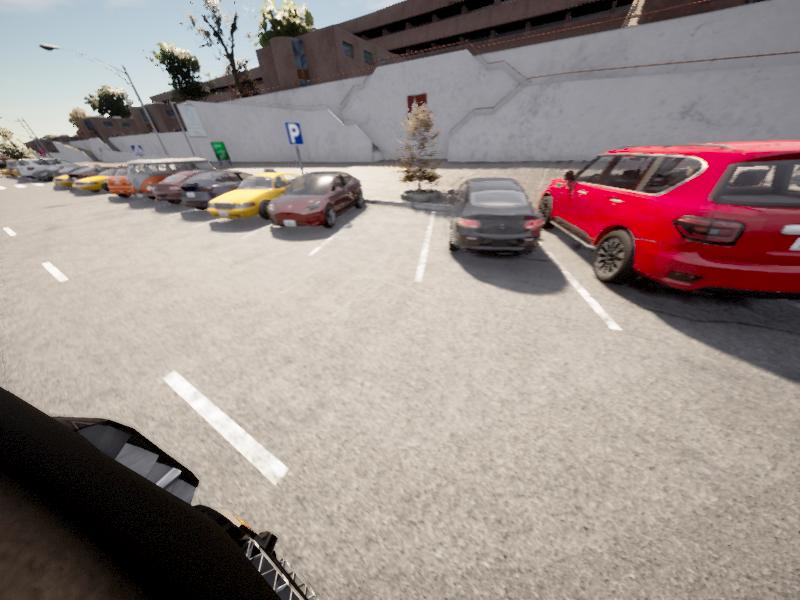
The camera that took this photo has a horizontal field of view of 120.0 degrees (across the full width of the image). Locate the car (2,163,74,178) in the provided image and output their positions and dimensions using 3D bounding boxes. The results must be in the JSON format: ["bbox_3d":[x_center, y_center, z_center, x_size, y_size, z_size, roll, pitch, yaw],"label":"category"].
[{"bbox_3d":[-49.422,-17.839,31.713,2.163,1.488,4.792,4,34,9],"label":"car"}]

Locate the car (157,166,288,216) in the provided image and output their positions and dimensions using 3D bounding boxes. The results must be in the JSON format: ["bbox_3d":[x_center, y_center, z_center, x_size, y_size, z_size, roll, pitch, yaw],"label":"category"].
[{"bbox_3d":[-8.079,-5.498,11.310,2.163,1.488,4.792,4,34,9],"label":"car"}]

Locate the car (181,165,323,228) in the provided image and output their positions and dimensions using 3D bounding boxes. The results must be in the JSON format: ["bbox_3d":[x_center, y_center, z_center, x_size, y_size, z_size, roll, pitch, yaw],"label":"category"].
[{"bbox_3d":[-5.521,-4.648,9.829,1.946,1.575,5.366,4,34,9],"label":"car"}]

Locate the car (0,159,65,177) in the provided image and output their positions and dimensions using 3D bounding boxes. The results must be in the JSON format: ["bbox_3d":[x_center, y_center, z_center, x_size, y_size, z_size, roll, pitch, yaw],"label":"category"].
[{"bbox_3d":[-52.030,-18.734,32.733,1.878,1.987,4.442,5,34,9],"label":"car"}]

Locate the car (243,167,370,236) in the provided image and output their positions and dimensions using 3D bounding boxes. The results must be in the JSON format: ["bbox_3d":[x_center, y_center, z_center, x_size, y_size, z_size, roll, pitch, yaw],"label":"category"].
[{"bbox_3d":[-2.912,-3.948,8.690,2.163,1.488,4.792,4,34,9],"label":"car"}]

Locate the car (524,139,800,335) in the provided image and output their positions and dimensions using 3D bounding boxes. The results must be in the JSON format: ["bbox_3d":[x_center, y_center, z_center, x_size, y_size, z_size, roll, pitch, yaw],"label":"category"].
[{"bbox_3d":[4.838,-1.965,4.715,2.435,2.045,5.566,4,33,9],"label":"car"}]

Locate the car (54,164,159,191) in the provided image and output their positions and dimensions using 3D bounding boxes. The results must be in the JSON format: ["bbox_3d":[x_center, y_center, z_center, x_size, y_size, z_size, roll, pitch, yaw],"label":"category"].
[{"bbox_3d":[-23.589,-10.141,18.955,2.163,1.488,4.792,4,34,9],"label":"car"}]

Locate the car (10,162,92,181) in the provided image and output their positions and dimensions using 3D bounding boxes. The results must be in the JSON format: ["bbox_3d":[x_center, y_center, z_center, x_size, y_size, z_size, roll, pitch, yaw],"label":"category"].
[{"bbox_3d":[-41.669,-15.559,27.835,2.097,1.535,5.008,5,34,9],"label":"car"}]

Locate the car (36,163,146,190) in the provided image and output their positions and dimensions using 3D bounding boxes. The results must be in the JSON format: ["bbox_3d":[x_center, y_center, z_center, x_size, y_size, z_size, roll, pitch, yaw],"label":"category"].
[{"bbox_3d":[-26.205,-10.830,20.030,1.946,1.575,5.366,5,34,9],"label":"car"}]

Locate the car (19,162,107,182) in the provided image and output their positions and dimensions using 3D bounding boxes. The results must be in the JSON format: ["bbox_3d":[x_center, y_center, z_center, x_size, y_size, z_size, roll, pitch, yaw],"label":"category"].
[{"bbox_3d":[-36.499,-14.024,25.283,2.231,1.521,4.892,5,34,9],"label":"car"}]

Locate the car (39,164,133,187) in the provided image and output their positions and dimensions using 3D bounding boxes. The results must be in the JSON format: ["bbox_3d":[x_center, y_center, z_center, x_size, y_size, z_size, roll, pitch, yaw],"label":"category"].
[{"bbox_3d":[-28.761,-11.670,21.475,2.002,1.452,4.674,4,34,9],"label":"car"}]

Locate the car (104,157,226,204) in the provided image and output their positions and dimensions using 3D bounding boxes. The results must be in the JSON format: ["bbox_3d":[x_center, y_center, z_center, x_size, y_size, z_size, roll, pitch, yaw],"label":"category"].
[{"bbox_3d":[-13.266,-7.164,13.603,1.878,1.987,4.442,5,34,9],"label":"car"}]

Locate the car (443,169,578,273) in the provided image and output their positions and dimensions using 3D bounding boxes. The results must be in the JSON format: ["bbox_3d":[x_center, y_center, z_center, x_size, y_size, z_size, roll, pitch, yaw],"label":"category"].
[{"bbox_3d":[2.259,-2.452,6.139,2.002,1.452,4.674,4,34,9],"label":"car"}]

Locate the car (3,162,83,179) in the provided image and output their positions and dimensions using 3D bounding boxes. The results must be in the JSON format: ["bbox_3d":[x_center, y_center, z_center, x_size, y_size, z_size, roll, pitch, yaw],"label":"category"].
[{"bbox_3d":[-46.811,-17.189,30.542,1.946,1.575,5.366,4,34,9],"label":"car"}]

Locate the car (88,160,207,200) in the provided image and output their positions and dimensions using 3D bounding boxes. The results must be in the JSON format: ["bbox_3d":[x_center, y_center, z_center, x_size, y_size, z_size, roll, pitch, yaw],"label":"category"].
[{"bbox_3d":[-15.847,-7.904,15.007,2.185,1.767,4.553,4,34,9],"label":"car"}]

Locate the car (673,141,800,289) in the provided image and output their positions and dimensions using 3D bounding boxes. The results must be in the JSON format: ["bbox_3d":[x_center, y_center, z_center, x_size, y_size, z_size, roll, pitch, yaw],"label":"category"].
[{"bbox_3d":[7.406,-1.120,3.312,1.878,1.987,4.442,4,34,9],"label":"car"}]

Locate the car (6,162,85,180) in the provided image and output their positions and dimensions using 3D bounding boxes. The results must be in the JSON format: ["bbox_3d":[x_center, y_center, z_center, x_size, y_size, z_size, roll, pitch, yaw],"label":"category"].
[{"bbox_3d":[-44.261,-16.317,29.107,2.231,1.521,4.892,4,34,9],"label":"car"}]

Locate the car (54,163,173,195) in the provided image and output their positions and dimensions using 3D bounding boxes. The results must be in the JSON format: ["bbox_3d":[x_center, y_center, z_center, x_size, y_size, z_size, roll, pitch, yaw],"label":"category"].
[{"bbox_3d":[-21.037,-9.271,17.490,1.946,1.575,5.366,5,34,9],"label":"car"}]

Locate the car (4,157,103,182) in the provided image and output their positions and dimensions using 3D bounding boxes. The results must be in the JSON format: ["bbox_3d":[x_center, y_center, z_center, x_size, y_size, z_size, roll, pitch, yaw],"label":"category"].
[{"bbox_3d":[-39.097,-15.017,26.441,2.435,2.045,5.566,4,34,9],"label":"car"}]

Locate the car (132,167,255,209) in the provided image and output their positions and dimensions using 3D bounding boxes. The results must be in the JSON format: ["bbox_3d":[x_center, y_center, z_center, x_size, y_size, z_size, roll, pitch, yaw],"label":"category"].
[{"bbox_3d":[-10.669,-6.239,12.567,2.002,1.452,4.674,4,34,9],"label":"car"}]
